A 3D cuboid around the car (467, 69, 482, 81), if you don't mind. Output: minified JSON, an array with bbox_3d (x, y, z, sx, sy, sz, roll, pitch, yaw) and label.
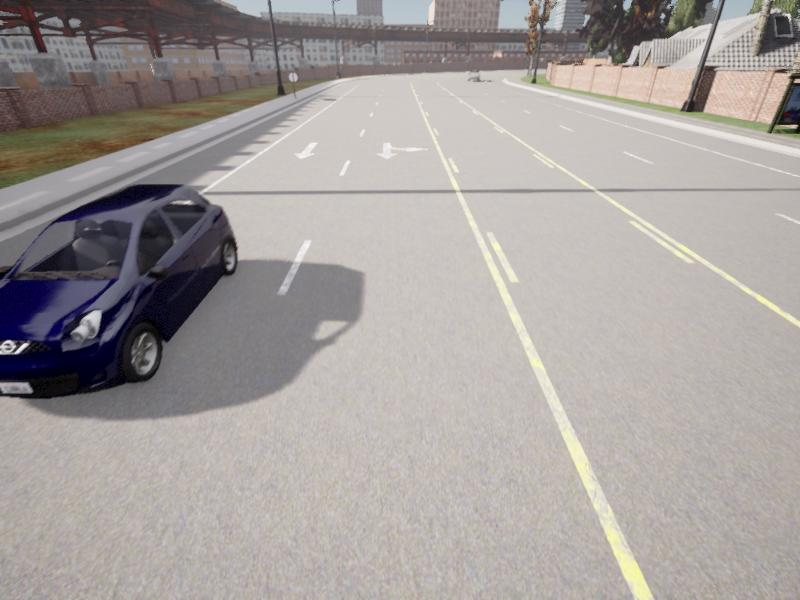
[{"bbox_3d":[11.358,-34.200,60.823,1.845,1.501,3.633,6,32,10],"label":"car"}]

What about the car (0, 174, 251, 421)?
[{"bbox_3d":[-3.543,-0.396,5.082,1.845,1.501,3.633,0,31,0],"label":"car"}]
